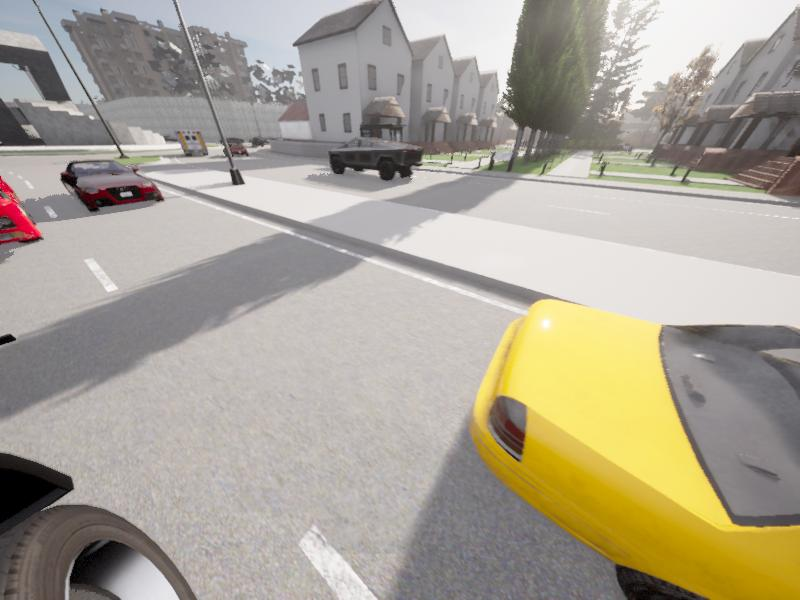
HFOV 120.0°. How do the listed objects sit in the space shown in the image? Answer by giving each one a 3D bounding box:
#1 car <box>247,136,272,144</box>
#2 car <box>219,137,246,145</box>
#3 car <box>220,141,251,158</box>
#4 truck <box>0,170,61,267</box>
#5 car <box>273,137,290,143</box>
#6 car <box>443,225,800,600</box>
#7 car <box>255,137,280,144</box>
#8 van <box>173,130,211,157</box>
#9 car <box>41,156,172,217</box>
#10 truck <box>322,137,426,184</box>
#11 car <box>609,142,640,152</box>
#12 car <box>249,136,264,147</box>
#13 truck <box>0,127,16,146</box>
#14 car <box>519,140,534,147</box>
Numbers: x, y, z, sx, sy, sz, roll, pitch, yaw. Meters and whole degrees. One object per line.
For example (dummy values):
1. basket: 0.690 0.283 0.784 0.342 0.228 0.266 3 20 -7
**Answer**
1. car: -36.783 -41.917 60.507 2.038 1.542 4.974 24 42 29
2. car: -39.384 -37.434 54.241 4.674 1.442 1.812 -27 44 -33
3. car: -18.721 -17.165 26.251 1.816 1.474 4.193 -26 44 -33
4. truck: -11.835 -3.320 4.968 8.468 3.827 2.891 22 41 27
5. car: -33.128 -44.705 64.497 1.845 1.501 3.633 24 41 28
6. car: 3.077 1.264 0.801 5.366 1.575 1.801 22 41 27
7. car: -33.743 -40.890 59.134 2.038 1.542 4.974 25 42 29
8. van: -24.449 -18.659 27.401 2.351 2.431 6.366 -21 41 -28
9. car: -10.880 -4.382 8.594 4.181 1.385 1.994 22 41 27
10. truck: -1.733 -9.055 14.716 6.274 2.098 2.390 22 41 27
11. car: 48.283 -32.997 49.806 4.974 1.542 2.038 -8 37 -13
12. car: -28.634 -31.564 46.077 1.930 1.638 5.238 -17 40 -24
13. truck: -67.515 -26.161 36.940 2.627 2.467 5.204 5 36 6
14. car: 36.491 -45.093 66.458 2.033 1.649 4.856 28 44 33
